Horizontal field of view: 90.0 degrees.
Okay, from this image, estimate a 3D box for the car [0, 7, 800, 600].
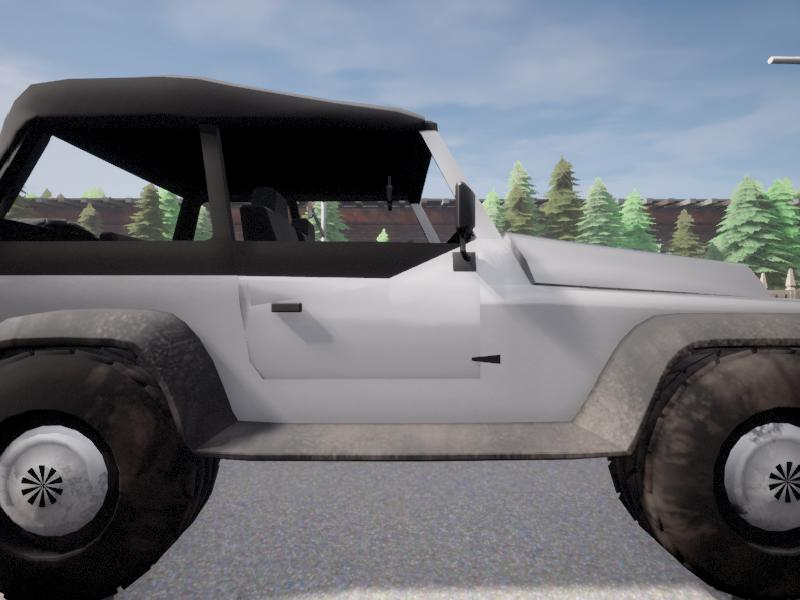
[{"bbox_3d":[-0.088,0.046,2.186,3.866,1.878,1.905,0,0,-1],"label":"car"}]
